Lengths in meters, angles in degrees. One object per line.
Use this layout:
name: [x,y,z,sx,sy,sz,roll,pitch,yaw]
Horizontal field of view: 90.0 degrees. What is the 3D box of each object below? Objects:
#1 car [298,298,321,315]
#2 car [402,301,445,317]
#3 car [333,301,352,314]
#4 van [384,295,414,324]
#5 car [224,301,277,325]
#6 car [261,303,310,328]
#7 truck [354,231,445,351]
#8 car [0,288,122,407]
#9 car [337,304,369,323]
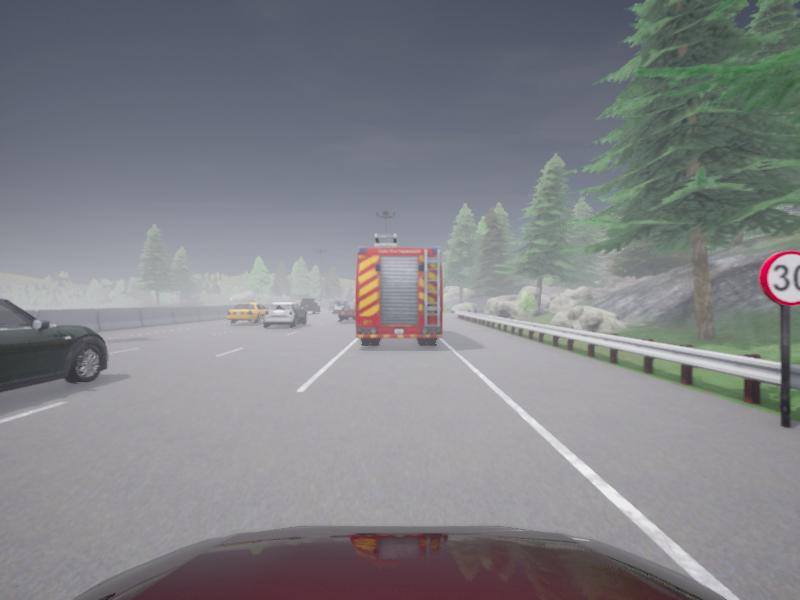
car: [-10.664,0.749,47.541,1.905,1.878,3.866,0,0,0]
car: [2.605,0.919,42.799,2.038,1.542,4.974,2,1,40]
car: [-7.177,0.897,50.126,1.851,1.617,3.988,0,0,0]
van: [-0.081,0.639,30.326,2.069,2.038,4.480,0,0,0]
car: [-10.575,0.864,28.743,1.801,1.575,5.366,0,0,0]
car: [-7.061,0.908,25.058,1.970,1.475,3.806,0,0,0]
truck: [-0.037,-0.283,16.963,2.891,3.827,8.468,0,0,0]
car: [-7.017,0.708,6.305,2.097,1.767,4.553,0,0,0]
car: [-3.586,1.012,31.309,1.895,1.301,4.718,0,0,0]
